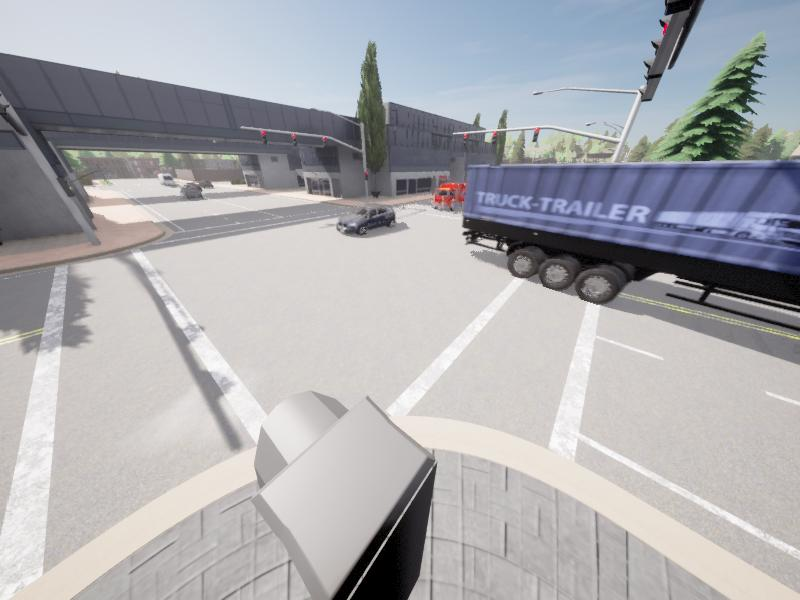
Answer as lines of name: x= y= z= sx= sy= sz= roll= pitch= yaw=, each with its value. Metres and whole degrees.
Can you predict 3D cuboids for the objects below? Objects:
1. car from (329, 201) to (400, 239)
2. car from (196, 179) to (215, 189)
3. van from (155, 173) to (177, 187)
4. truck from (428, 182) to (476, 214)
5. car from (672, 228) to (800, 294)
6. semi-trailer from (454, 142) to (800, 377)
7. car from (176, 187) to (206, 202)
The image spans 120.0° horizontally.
car: x=-2.347 y=-5.881 z=16.523 sx=2.242 sy=1.667 sz=4.611 roll=22 pitch=37 yaw=33
car: x=-41.330 y=-24.651 z=49.096 sx=3.988 sy=1.617 sz=1.851 roll=24 pitch=38 yaw=35
van: x=-55.782 y=-28.615 z=55.028 sx=5.915 sy=2.561 sz=1.988 roll=21 pitch=36 yaw=32
truck: x=5.598 y=-11.038 z=24.645 sx=2.627 sy=2.467 sz=5.204 roll=23 pitch=37 yaw=34
car: x=14.717 y=-1.456 z=8.997 sx=4.974 sy=1.542 sz=2.038 roll=23 pitch=37 yaw=34
semi-trailer: x=8.227 y=-1.684 z=6.491 sx=2.717 sy=4.402 sz=14.254 roll=-22 pitch=37 yaw=-32
car: x=-29.146 y=-14.820 z=32.182 sx=4.892 sy=1.490 sz=1.837 roll=23 pitch=37 yaw=34
